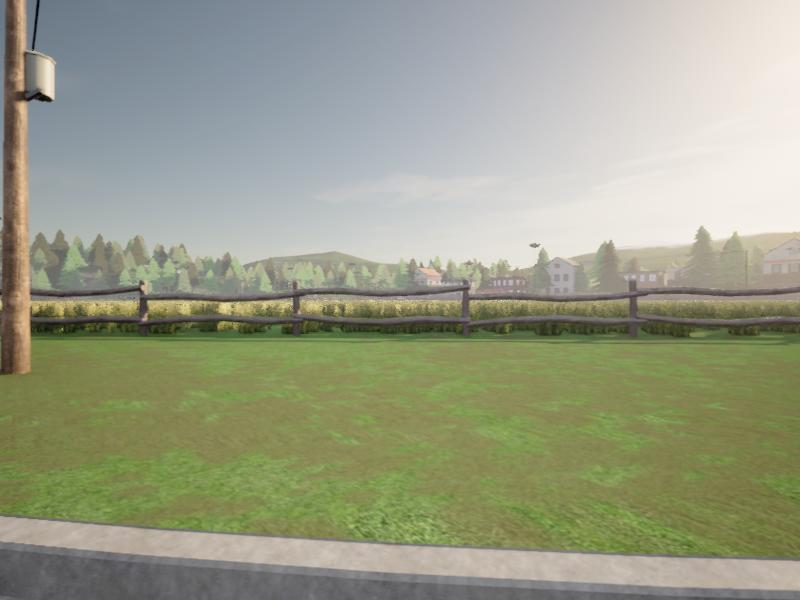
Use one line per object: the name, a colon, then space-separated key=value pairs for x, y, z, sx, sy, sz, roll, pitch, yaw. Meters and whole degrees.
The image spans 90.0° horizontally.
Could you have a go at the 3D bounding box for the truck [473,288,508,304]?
truck: x=22.788 y=-0.928 z=101.606 sx=2.891 sy=3.827 sz=8.468 roll=0 pitch=0 yaw=-45
